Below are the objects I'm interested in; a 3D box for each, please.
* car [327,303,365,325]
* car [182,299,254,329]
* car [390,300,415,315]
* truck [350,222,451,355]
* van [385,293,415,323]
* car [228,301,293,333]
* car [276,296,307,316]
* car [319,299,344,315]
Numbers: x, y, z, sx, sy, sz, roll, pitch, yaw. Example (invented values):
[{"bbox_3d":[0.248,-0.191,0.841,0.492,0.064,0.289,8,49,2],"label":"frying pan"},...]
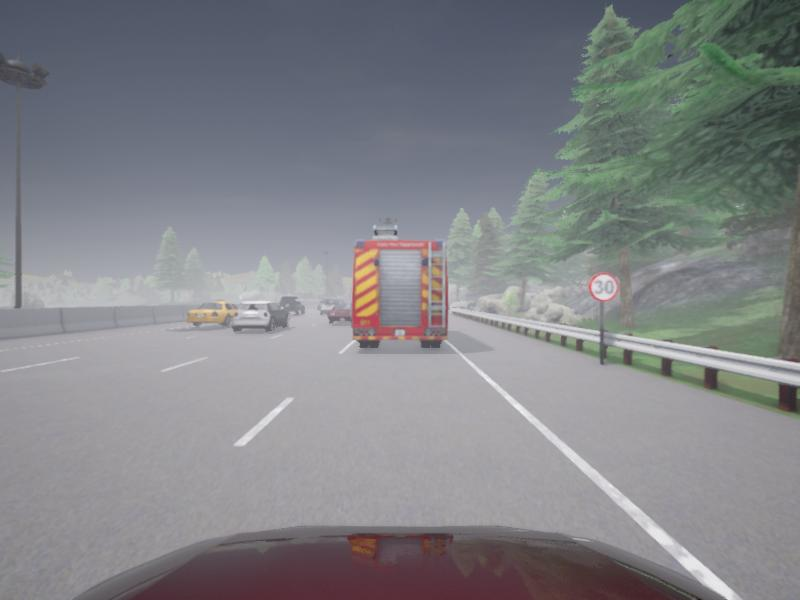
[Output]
[{"bbox_3d":[-3.505,0.884,26.604,1.895,1.301,4.718,0,0,0],"label":"car"},{"bbox_3d":[-10.503,0.749,23.634,1.801,1.575,5.366,0,0,0],"label":"car"},{"bbox_3d":[0.303,0.733,41.814,2.038,1.542,4.974,0,0,7],"label":"car"},{"bbox_3d":[0.004,-0.355,15.746,2.891,3.827,8.468,0,0,0],"label":"truck"},{"bbox_3d":[-0.003,0.511,29.056,2.069,2.038,4.480,0,1,0],"label":"van"},{"bbox_3d":[-7.000,0.807,20.524,1.970,1.475,3.806,0,0,0],"label":"car"},{"bbox_3d":[-10.516,0.559,39.009,1.905,1.878,3.866,0,0,0],"label":"car"},{"bbox_3d":[-7.022,0.696,41.335,1.851,1.617,3.988,0,0,0],"label":"car"}]
